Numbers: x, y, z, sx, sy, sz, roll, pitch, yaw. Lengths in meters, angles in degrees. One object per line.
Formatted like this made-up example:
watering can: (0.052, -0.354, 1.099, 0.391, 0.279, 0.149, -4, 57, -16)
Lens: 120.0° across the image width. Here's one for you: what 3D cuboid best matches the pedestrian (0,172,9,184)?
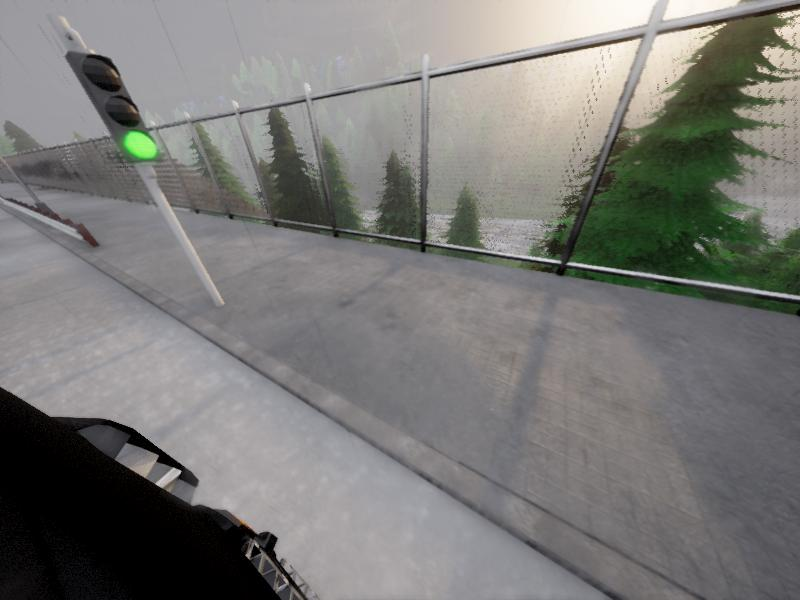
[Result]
pedestrian: (-60.757, -18.735, 34.978, 0.751, 1.860, 0.751, 18, 39, 28)
